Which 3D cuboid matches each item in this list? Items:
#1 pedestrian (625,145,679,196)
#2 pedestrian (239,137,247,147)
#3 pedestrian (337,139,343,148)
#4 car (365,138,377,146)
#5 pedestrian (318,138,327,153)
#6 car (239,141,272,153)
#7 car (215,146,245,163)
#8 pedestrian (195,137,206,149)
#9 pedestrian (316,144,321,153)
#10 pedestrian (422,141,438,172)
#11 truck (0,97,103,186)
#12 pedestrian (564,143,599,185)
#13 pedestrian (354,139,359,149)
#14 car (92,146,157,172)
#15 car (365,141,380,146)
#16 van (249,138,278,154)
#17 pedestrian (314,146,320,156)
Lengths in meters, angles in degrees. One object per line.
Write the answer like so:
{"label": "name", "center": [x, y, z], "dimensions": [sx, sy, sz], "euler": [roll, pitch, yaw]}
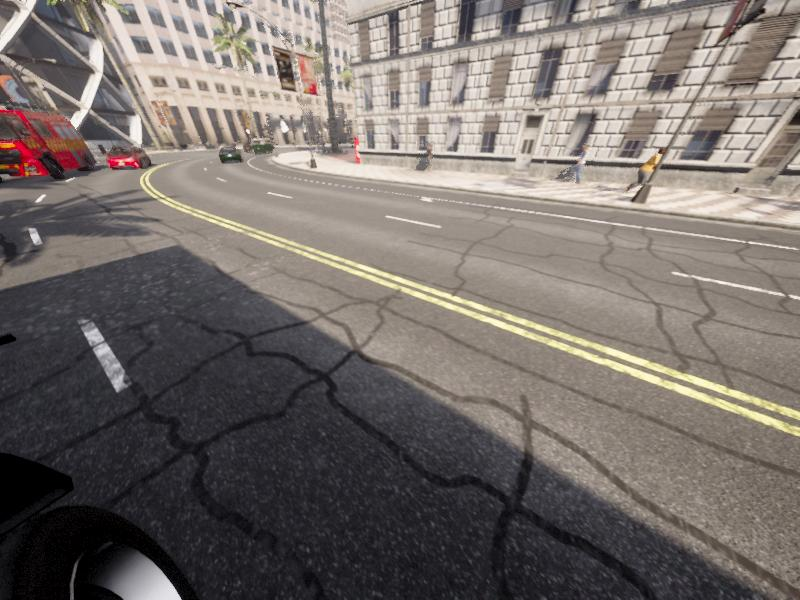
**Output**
{"label": "pedestrian", "center": [10.873, -5.632, 10.071], "dimensions": [0.751, 1.860, 0.751], "euler": [20, 40, 25]}
{"label": "pedestrian", "center": [-35.991, -36.102, 52.908], "dimensions": [0.751, 1.860, 0.751], "euler": [9, 36, 12]}
{"label": "pedestrian", "center": [-14.345, -37.485, 55.315], "dimensions": [0.751, 1.860, 0.751], "euler": [22, 41, 28]}
{"label": "car", "center": [-9.346, -50.913, 74.441], "dimensions": [1.905, 1.878, 3.866], "euler": [21, 40, 27]}
{"label": "pedestrian", "center": [-12.087, -24.217, 36.245], "dimensions": [0.751, 1.860, 0.751], "euler": [8, 36, 11]}
{"label": "car", "center": [-24.778, -26.535, 39.941], "dimensions": [2.152, 1.651, 5.027], "euler": [4, 35, 5]}
{"label": "car", "center": [-18.457, -16.004, 25.272], "dimensions": [1.994, 1.385, 4.181], "euler": [-16, 38, -21]}
{"label": "pedestrian", "center": [-38.718, -30.445, 44.858], "dimensions": [0.751, 1.860, 0.751], "euler": [9, 36, 12]}
{"label": "pedestrian", "center": [-12.726, -23.759, 36.250], "dimensions": [0.500, 1.100, 0.500], "euler": [-8, 36, -11]}
{"label": "pedestrian", "center": [2.138, -10.349, 16.689], "dimensions": [0.751, 1.860, 0.751], "euler": [22, 40, 27]}
{"label": "truck", "center": [-23.333, -9.847, 14.364], "dimensions": [2.891, 3.827, 8.468], "euler": [-20, 40, -27]}
{"label": "pedestrian", "center": [9.793, -7.354, 12.505], "dimensions": [0.751, 1.860, 0.751], "euler": [28, 44, 33]}
{"label": "pedestrian", "center": [-10.289, -36.746, 54.301], "dimensions": [0.751, 1.860, 0.751], "euler": [20, 40, 25]}
{"label": "car", "center": [-22.337, -11.717, 19.021], "dimensions": [2.007, 1.525, 4.514], "euler": [-18, 39, -24]}
{"label": "car", "center": [-8.418, -47.840, 70.578], "dimensions": [1.895, 1.301, 4.718], "euler": [21, 40, 27]}
{"label": "van", "center": [-21.562, -24.521, 36.795], "dimensions": [1.775, 1.987, 4.442], "euler": [0, 35, 0]}
{"label": "pedestrian", "center": [-10.810, -19.342, 30.000], "dimensions": [0.500, 1.100, 0.500], "euler": [-16, 38, -22]}
